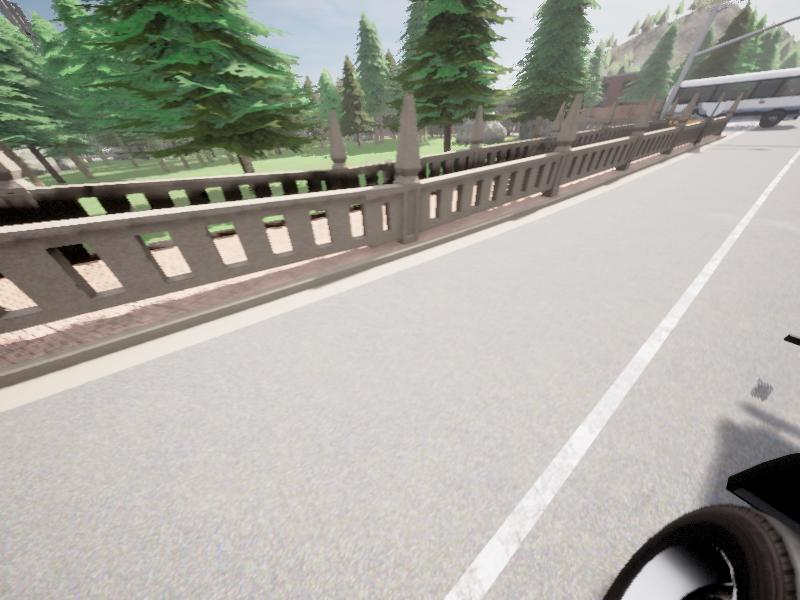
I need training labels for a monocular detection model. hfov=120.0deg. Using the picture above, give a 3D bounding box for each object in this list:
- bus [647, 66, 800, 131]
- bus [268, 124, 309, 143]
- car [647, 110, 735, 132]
[{"bbox_3d":[33.938,-20.319,23.751,3.944,4.253,10.273,-27,43,-26],"label":"bus"},{"bbox_3d":[-35.152,-52.889,73.258,10.273,4.253,3.944,-25,42,-25],"label":"bus"},{"bbox_3d":[29.950,-18.564,24.067,1.801,1.575,5.366,-25,42,-25],"label":"car"}]
